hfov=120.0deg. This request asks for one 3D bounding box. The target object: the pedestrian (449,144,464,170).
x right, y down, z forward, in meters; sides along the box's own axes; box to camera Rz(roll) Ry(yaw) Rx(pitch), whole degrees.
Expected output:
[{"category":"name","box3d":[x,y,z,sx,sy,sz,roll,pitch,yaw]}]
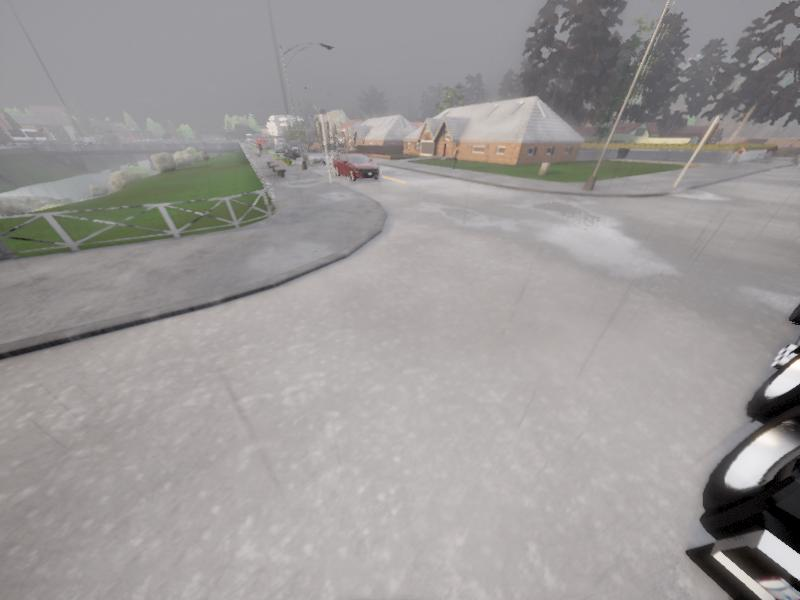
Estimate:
[{"category":"pedestrian","box3d":[4.812,-12.216,19.752,0.751,1.860,0.751,-19,39,-26]}]

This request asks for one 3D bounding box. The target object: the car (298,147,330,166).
[{"category":"car","box3d":[-9.321,-15.478,24.832,2.007,1.525,4.514,-18,39,-24]}]

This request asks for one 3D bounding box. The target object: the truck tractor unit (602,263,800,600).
[{"category":"truck tractor unit","box3d":[5.110,-0.302,0.783,6.516,4.208,3.053,-18,39,-24]}]

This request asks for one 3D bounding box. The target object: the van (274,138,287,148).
[{"category":"van","box3d":[-35.063,-46.012,67.691,2.351,2.431,6.366,-18,39,-24]}]

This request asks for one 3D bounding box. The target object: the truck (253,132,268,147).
[{"category":"truck","box3d":[-46.980,-53.853,77.633,2.891,3.827,8.468,-18,39,-24]}]

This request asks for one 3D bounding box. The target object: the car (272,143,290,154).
[{"category":"car","box3d":[-22.202,-28.282,43.116,2.038,1.542,4.974,-18,39,-24]}]

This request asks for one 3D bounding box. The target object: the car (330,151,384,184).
[{"category":"car","box3d":[-3.096,-9.305,16.006,1.882,1.535,5.008,-18,39,-24]}]

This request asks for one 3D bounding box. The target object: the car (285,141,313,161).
[{"category":"car","box3d":[-13.382,-19.728,30.449,2.150,2.045,5.566,-18,39,-24]}]

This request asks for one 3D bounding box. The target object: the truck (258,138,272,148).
[{"category":"truck","box3d":[-39.488,-45.851,67.389,2.627,2.467,5.204,-18,39,-24]}]

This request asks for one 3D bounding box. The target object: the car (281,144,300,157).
[{"category":"car","box3d":[-16.907,-23.050,35.577,1.851,1.617,3.988,-18,39,-24]}]
